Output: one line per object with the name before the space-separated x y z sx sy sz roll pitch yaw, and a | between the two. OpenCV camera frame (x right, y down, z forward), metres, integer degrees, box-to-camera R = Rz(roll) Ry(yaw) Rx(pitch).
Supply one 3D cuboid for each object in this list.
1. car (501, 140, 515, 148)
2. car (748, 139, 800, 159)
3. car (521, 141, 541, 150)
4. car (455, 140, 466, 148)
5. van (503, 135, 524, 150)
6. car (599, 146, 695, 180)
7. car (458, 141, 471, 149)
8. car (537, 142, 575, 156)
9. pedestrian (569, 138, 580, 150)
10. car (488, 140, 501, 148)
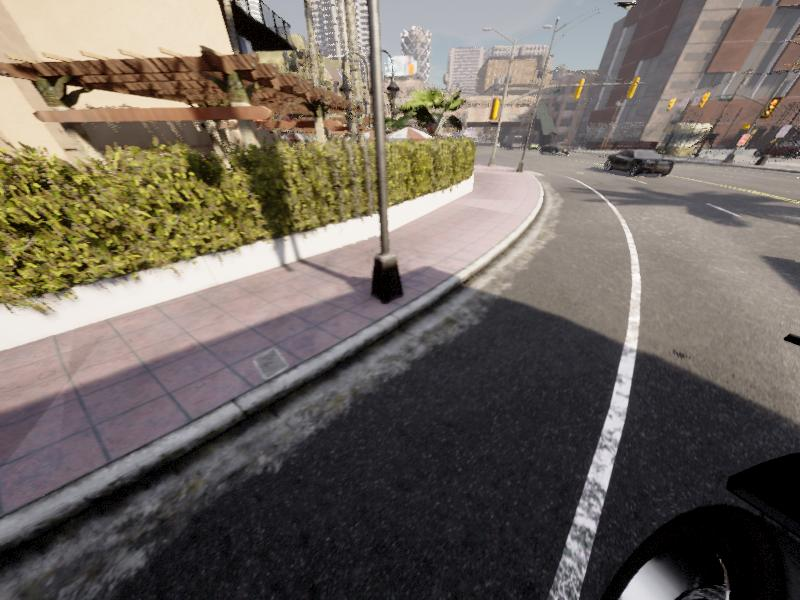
car | 29.847 -43.166 63.775 2.033 1.649 4.856 3 35 5
car | 44.027 -17.199 26.222 2.185 1.767 4.553 3 35 4
car | 28.189 -33.225 49.762 2.007 1.525 4.514 3 35 5
car | 15.907 -41.139 60.930 2.185 1.767 4.553 3 35 4
van | 24.827 -34.571 50.757 1.988 2.561 5.915 3 35 5
car | 16.832 -9.794 16.288 1.930 1.638 5.238 6 35 9
car | 15.430 -37.357 55.755 2.097 1.535 5.008 3 35 4
car | 23.834 -23.350 35.573 2.152 1.651 5.027 -4 35 -5
pedestrian | 34.528 -30.913 45.726 0.751 1.860 0.751 -1 35 -1
car | 26.427 -43.673 64.636 2.242 1.667 4.611 3 35 5
